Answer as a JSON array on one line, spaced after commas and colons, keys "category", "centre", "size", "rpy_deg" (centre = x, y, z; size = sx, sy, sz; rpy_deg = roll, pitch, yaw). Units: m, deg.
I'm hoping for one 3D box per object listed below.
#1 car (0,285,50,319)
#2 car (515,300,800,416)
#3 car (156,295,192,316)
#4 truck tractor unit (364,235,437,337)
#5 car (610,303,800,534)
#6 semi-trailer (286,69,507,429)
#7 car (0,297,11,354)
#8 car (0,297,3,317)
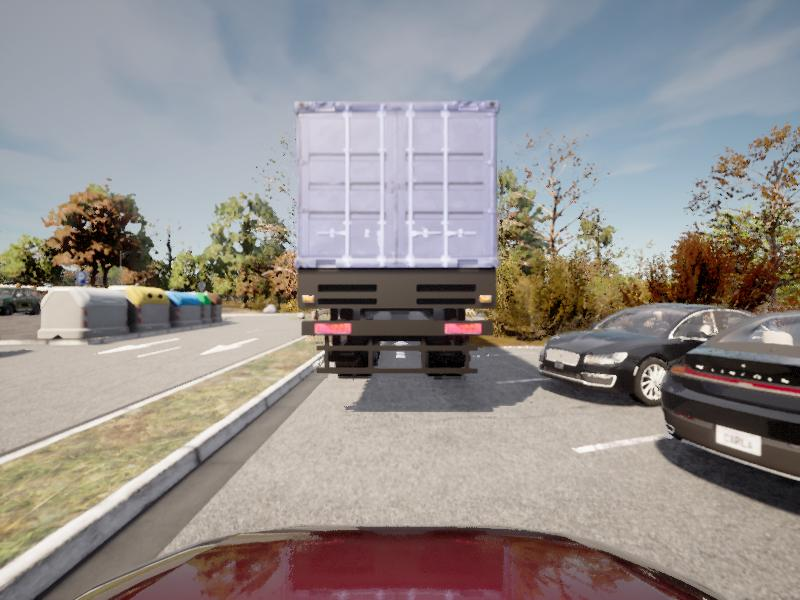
[{"category": "car", "centre": [-25.982, 0.170, 26.370], "size": [2.435, 2.045, 5.566], "rpy_deg": [1, -1, -19]}, {"category": "car", "centre": [4.841, 0.813, 7.247], "size": [4.892, 1.521, 2.231], "rpy_deg": [1, 1, -20]}, {"category": "car", "centre": [-24.341, 0.649, 43.341], "size": [2.435, 2.045, 5.566], "rpy_deg": [1, -2, -19]}, {"category": "truck tractor unit", "centre": [0.269, -0.614, 19.954], "size": [3.053, 4.208, 6.516], "rpy_deg": [0, 1, 5]}, {"category": "car", "centre": [4.826, 0.821, 3.852], "size": [4.892, 1.521, 2.231], "rpy_deg": [1, 0, -20]}, {"category": "semi-trailer", "centre": [0.042, -0.659, 12.046], "size": [2.717, 4.402, 14.254], "rpy_deg": [0, 0, 1]}, {"category": "car", "centre": [-13.464, 0.764, 9.736], "size": [5.366, 1.575, 1.946], "rpy_deg": [-1, 1, -20]}, {"category": "car", "centre": [-28.957, 0.462, 26.429], "size": [2.002, 1.452, 4.674], "rpy_deg": [1, -1, -19]}]
